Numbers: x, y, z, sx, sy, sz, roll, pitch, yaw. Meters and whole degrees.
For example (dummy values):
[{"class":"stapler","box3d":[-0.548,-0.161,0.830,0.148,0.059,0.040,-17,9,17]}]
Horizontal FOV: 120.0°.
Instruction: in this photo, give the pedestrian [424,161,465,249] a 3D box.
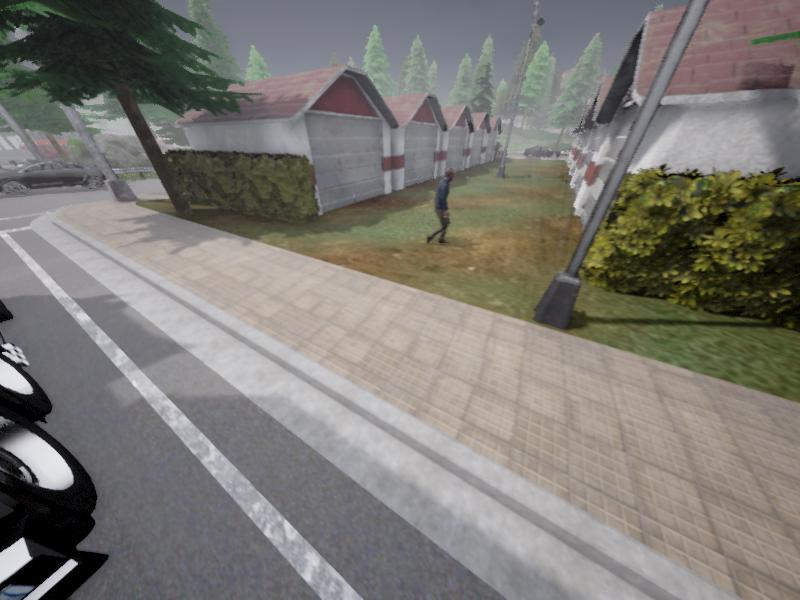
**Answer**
[{"class":"pedestrian","box3d":[1.051,-2.289,5.652,0.751,1.860,0.751,6,35,9]}]

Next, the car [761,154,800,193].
[{"class":"car","box3d":[23.227,-6.703,12.385,2.152,1.651,5.027,18,39,24]}]

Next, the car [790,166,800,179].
[{"class":"car","box3d":[29.065,-8.398,14.860,1.882,1.535,5.008,18,39,25]}]

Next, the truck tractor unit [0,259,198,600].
[{"class":"truck tractor unit","box3d":[-5.114,-0.296,0.777,6.516,4.208,3.053,19,40,24]}]

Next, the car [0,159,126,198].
[{"class":"car","box3d":[-19.382,-6.836,12.753,2.128,1.511,4.902,14,35,20]}]
